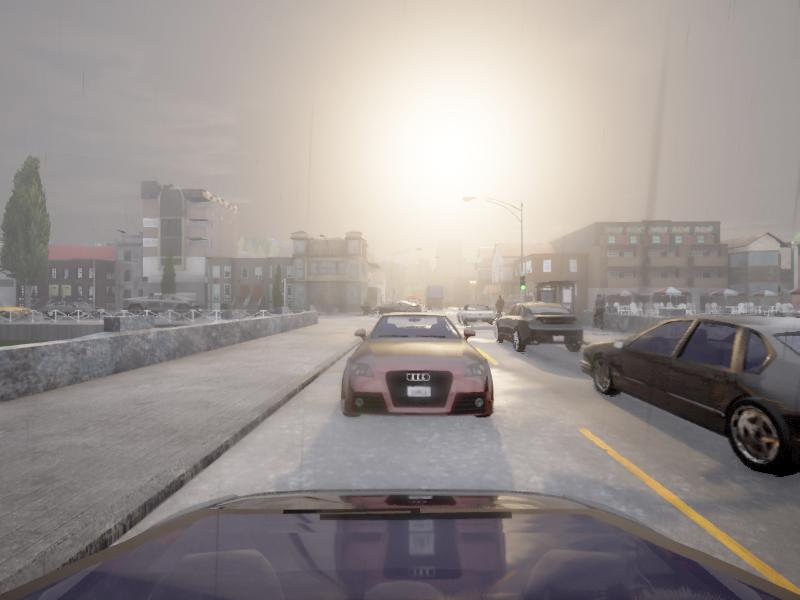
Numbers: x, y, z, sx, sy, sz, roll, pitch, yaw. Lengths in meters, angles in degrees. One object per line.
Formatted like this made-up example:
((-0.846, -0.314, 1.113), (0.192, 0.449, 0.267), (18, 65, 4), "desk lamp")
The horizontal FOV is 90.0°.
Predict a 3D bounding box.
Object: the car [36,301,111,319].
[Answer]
((-28.550, 0.836, 35.105), (4.902, 1.511, 2.128), (0, 0, 2), "car")

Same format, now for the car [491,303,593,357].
((4.487, 0.842, 13.502), (1.837, 1.490, 4.892), (0, -1, 2), "car")

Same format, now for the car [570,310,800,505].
((4.207, 0.895, 5.006), (2.033, 1.411, 5.357), (0, 0, 2), "car")

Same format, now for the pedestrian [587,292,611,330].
((9.856, 0.533, 19.836), (0.751, 1.860, 0.751), (0, 0, -4), "pedestrian")

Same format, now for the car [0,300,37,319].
((-35.539, 0.801, 35.340), (5.366, 1.575, 1.801), (0, 0, 2), "car")

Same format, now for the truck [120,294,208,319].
((-20.415, 0.542, 34.832), (6.274, 2.098, 2.390), (0, 0, 2), "truck")

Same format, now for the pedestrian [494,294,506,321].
((7.233, 0.533, 28.901), (0.751, 1.860, 0.751), (0, 0, 19), "pedestrian")

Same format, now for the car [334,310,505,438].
((0.239, 0.907, 6.750), (1.994, 1.385, 4.181), (0, 0, 0), "car")

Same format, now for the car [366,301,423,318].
((-0.506, 0.835, 37.051), (4.902, 1.511, 2.128), (0, 0, 32), "car")

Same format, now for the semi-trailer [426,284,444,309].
((6.572, -0.617, 76.971), (2.717, 4.402, 14.254), (0, 0, 2), "semi-trailer")

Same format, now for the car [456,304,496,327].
((4.917, 0.944, 26.456), (1.895, 1.301, 4.718), (0, 0, 2), "car")
